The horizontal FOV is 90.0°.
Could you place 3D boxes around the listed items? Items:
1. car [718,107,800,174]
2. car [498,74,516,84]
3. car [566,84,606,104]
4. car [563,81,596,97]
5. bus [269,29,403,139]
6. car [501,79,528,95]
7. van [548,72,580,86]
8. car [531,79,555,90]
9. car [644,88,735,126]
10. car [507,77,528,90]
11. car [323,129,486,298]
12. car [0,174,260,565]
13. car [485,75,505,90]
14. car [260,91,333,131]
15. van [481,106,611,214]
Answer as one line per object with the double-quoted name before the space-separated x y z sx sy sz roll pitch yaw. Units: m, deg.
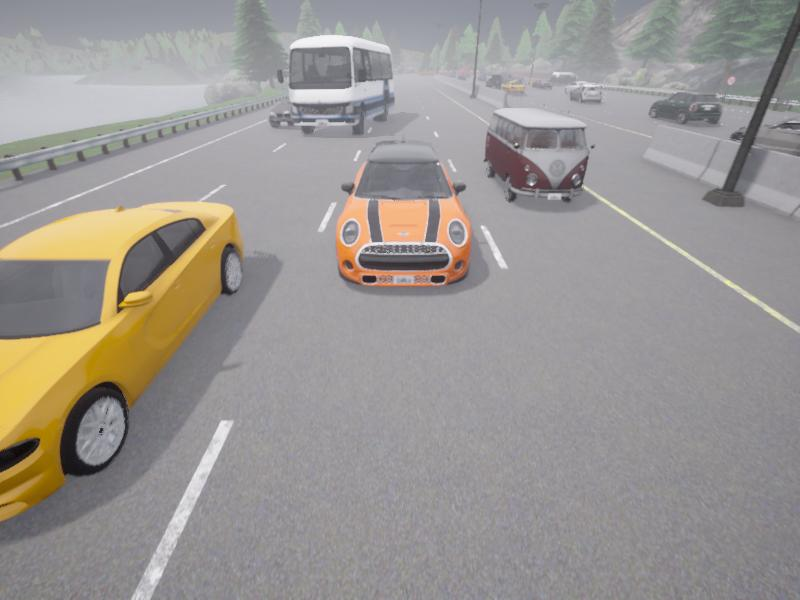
"car" 14.080 -5.495 13.776 2.152 1.651 5.027 0 30 0
"car" 21.206 -43.811 79.320 2.242 1.667 4.611 0 30 0
"car" 17.653 -19.672 38.139 1.970 1.475 3.806 0 30 0
"car" 21.179 -25.098 47.442 1.812 1.442 4.674 0 30 0
"bus" -2.700 -11.969 22.237 3.944 4.253 10.273 4 30 10
"car" 14.187 -26.680 50.009 1.801 1.575 5.366 0 30 0
"van" 28.512 -38.360 69.507 4.480 2.038 2.069 -9 32 -15
"car" 21.209 -32.201 59.716 1.895 1.301 4.718 0 30 0
"car" 17.613 -12.003 24.722 2.097 1.767 4.553 0 30 0
"car" 17.713 -32.737 60.395 1.851 1.617 3.988 0 30 0
"car" 0.063 -1.946 7.538 2.097 1.767 4.553 0 30 0
"car" -3.447 -0.069 4.588 1.882 1.535 5.008 0 31 0
"car" 14.211 -32.778 60.135 1.905 1.878 3.866 0 30 0
"car" -5.822 -11.089 23.283 2.242 1.667 4.611 5 31 10
"van" 3.572 -3.995 10.856 1.775 1.987 4.442 0 30 0
